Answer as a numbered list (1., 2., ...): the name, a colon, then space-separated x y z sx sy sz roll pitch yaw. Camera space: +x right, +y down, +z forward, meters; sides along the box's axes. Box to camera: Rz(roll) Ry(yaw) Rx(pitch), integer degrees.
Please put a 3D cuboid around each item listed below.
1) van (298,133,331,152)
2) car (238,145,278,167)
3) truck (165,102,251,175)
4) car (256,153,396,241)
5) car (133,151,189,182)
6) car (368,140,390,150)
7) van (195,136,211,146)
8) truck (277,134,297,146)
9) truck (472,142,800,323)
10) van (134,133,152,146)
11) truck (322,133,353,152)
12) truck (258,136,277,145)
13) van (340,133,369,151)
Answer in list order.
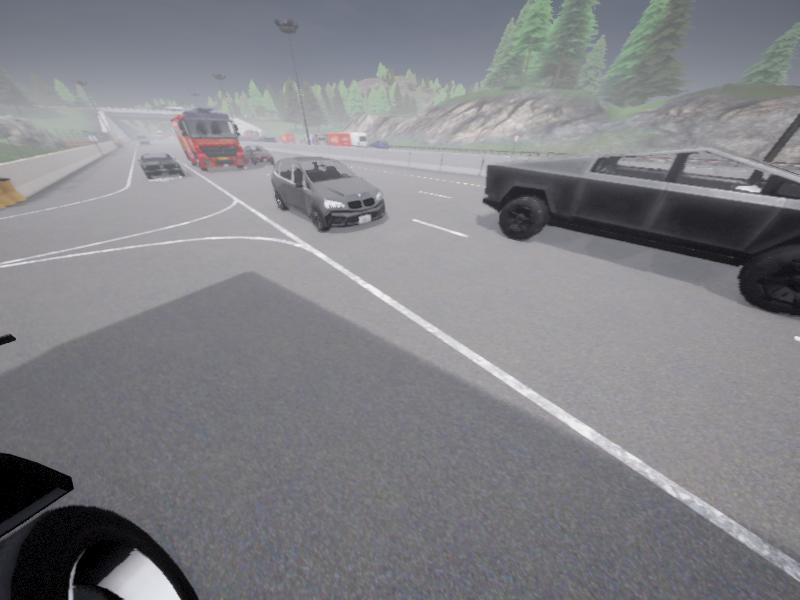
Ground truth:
1. van: -14.438 -26.586 38.966 2.351 2.431 6.366 -28 44 -33
2. car: -13.185 -13.434 21.381 1.816 1.474 4.193 -27 44 -33
3. truck: -15.250 -12.610 18.205 2.891 3.827 8.468 -28 44 -33
4. car: -2.502 -3.650 7.532 2.242 1.667 4.611 -28 44 -33
5. car: -15.566 -8.774 15.013 1.895 1.301 4.718 -28 44 -33
6. car: -3.890 -28.535 42.523 1.816 1.474 4.193 -28 44 -33
7. van: -47.811 -38.546 56.054 1.775 1.987 4.442 -28 44 -33
8. truck: -29.802 -42.372 61.007 2.627 2.467 5.204 -28 44 -33
9. truck: 5.083 -2.023 4.894 2.390 2.098 6.274 -28 44 -33
10. van: -65.336 -40.870 58.780 1.988 2.561 5.915 -28 44 -33
11. truck: -10.738 -27.263 39.886 2.627 2.467 5.204 -28 44 -33
12. truck: -35.653 -42.923 62.090 2.390 2.098 6.274 -28 44 -33
13. van: -8.354 -28.794 41.968 1.988 2.561 5.915 -28 44 -33
